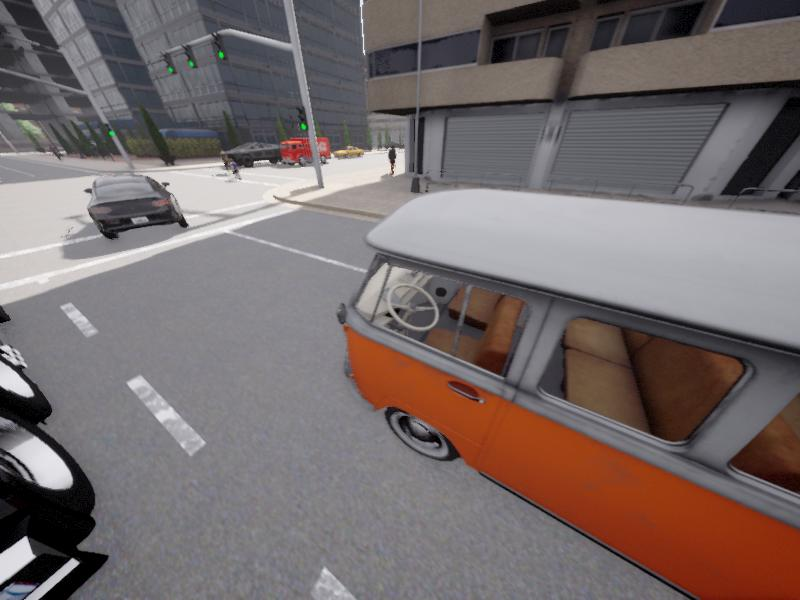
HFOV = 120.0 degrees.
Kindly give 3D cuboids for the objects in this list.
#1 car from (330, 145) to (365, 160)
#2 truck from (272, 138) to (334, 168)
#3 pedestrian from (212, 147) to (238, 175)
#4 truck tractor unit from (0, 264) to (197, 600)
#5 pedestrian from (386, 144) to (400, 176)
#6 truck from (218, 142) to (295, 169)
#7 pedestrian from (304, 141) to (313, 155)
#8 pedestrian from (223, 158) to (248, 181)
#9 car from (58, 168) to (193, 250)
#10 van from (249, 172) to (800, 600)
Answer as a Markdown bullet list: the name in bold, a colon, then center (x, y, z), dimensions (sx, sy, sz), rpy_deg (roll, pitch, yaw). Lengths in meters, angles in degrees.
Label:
- **car**: center (-7.576, -21.842, 34.053), dimensions (1.801, 1.575, 5.366), rpy_deg (19, 40, 26)
- **truck**: center (-10.157, -15.907, 24.775), dimensions (2.627, 2.467, 5.204), rpy_deg (18, 39, 25)
- **pedestrian**: center (-13.596, -10.842, 18.021), dimensions (0.751, 1.860, 0.751), rpy_deg (7, 36, 11)
- **truck tractor unit**: center (-5.114, -0.297, 0.779), dimensions (6.516, 4.208, 3.053), rpy_deg (18, 39, 24)
- **pedestrian**: center (-0.467, -9.707, 16.010), dimensions (0.751, 1.860, 0.751), rpy_deg (13, 37, 18)
- **truck**: center (-14.677, -15.313, 24.286), dimensions (2.390, 2.098, 6.274), rpy_deg (19, 39, 25)
- **pedestrian**: center (-15.429, -25.699, 39.067), dimensions (0.751, 1.860, 0.751), rpy_deg (19, 39, 26)
- **pedestrian**: center (-11.034, -8.773, 15.518), dimensions (0.751, 1.300, 0.751), rpy_deg (17, 39, 23)
- **car**: center (-8.416, -3.187, 7.390), dimensions (1.812, 1.442, 4.674), rpy_deg (-28, 43, -34)
- **van**: center (1.523, 0.470, 1.575), dimensions (4.442, 1.987, 1.775), rpy_deg (18, 39, 24)
